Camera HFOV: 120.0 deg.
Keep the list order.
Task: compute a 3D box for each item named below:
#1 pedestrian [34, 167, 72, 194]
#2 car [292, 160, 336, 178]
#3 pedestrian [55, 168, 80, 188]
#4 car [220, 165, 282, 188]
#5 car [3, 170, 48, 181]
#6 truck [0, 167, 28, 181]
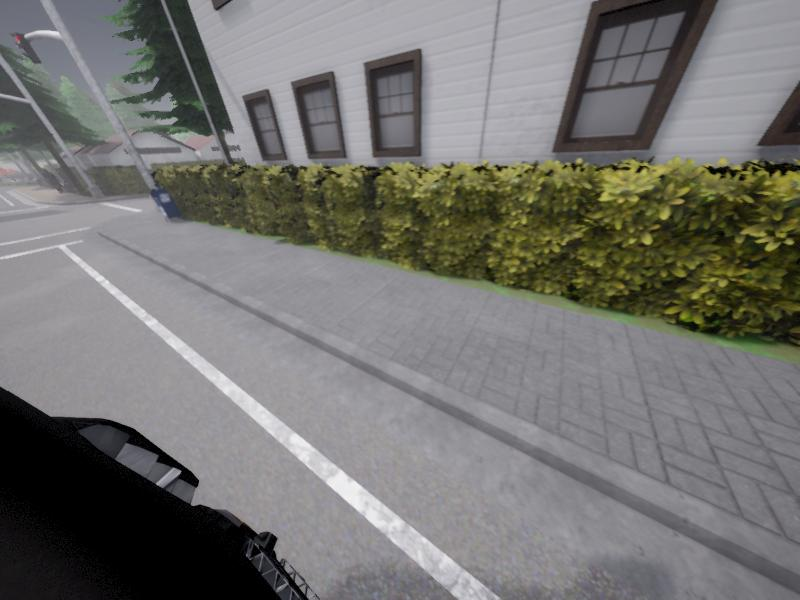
[{"bbox_3d":[-28.353,-9.733,18.884,0.751,1.860,0.751,10,36,19],"label":"pedestrian"},{"bbox_3d":[-9.725,-14.962,26.350,1.994,1.385,4.181,17,39,28],"label":"car"},{"bbox_3d":[-36.456,-13.371,25.331,0.751,1.860,0.751,20,40,31],"label":"pedestrian"},{"bbox_3d":[-13.557,-11.442,21.271,1.816,1.474,4.193,17,39,27],"label":"car"},{"bbox_3d":[-80.959,-26.970,50.019,1.882,1.535,5.008,17,39,27],"label":"car"},{"bbox_3d":[-85.345,-26.975,49.536,2.627,2.467,5.204,17,39,27],"label":"truck"}]
